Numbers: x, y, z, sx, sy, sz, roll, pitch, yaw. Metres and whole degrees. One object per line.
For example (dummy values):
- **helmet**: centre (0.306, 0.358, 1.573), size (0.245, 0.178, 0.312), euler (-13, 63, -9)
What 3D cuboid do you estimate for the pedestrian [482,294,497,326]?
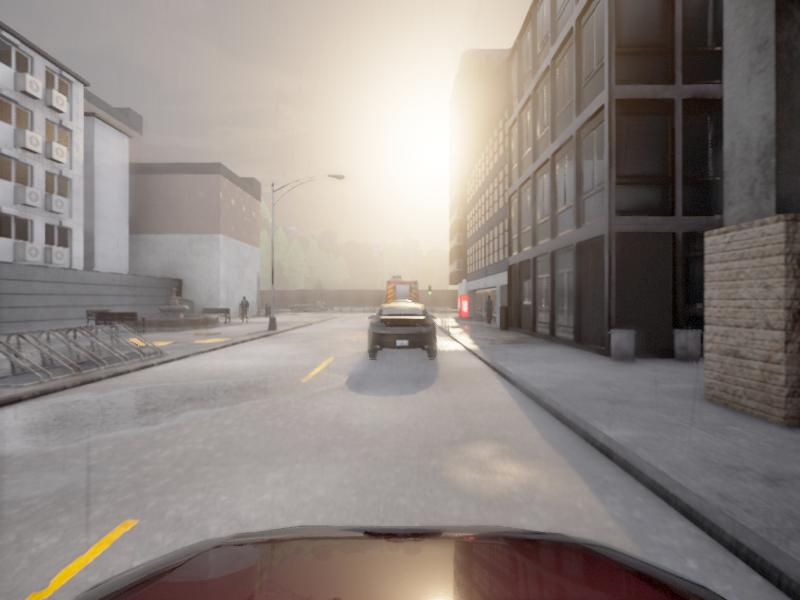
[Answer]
- **pedestrian**: centre (5.233, 0.573, 23.402), size (0.751, 1.860, 0.751), euler (0, 0, 8)

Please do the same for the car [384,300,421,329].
- **car**: centre (0.162, 0.824, 25.225), size (2.152, 1.651, 5.027), euler (0, 0, 0)

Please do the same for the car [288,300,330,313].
- **car**: centre (-11.830, 0.867, 52.194), size (4.856, 1.649, 2.033), euler (0, -1, 10)

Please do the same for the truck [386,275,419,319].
- **truck**: centre (0.084, -0.255, 38.747), size (2.891, 3.827, 8.468), euler (0, 0, -2)

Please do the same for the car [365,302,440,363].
- **car**: centre (0.078, 0.861, 12.273), size (1.837, 1.490, 4.892), euler (0, -1, 0)

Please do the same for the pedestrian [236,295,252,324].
- **pedestrian**: centre (-9.886, 0.586, 25.435), size (0.751, 1.860, 0.751), euler (0, 0, -2)
